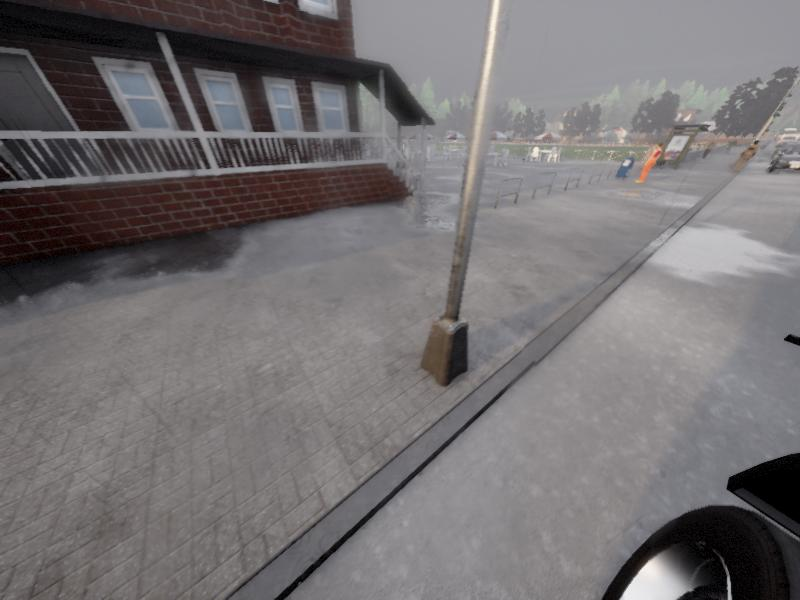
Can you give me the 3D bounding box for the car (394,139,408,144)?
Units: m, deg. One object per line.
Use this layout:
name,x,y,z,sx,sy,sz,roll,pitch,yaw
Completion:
car,0.307,-60.201,87.482,4.974,1.542,2.038,-24,41,-29

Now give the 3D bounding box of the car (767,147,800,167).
car,35.511,-13.012,20.929,4.718,1.301,1.895,-24,41,-29

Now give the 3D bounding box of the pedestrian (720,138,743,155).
pedestrian,42.407,-19.641,29.535,0.751,1.860,0.751,-15,38,-20

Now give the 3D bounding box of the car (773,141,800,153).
car,59.465,-23.512,35.443,4.892,1.490,1.837,-23,41,-29

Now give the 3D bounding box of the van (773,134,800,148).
van,83.181,-34.218,49.607,6.366,2.431,2.351,-24,41,-29

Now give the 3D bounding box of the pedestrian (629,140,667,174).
pedestrian,16.268,-9.386,15.217,0.751,1.860,0.751,10,37,14

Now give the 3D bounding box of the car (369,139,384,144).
car,-8.330,-56.440,82.223,4.974,1.542,2.038,-24,41,-29

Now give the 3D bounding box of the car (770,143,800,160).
car,44.264,-16.902,26.197,4.892,1.490,1.837,-24,41,-29

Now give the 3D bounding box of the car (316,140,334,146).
car,-23.695,-49.703,72.901,4.792,1.488,2.163,-24,41,-29

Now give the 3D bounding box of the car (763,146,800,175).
car,28.752,-10.126,16.710,4.902,1.511,2.128,-24,41,-29

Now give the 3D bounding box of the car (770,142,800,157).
car,51.065,-19.827,30.373,5.357,1.411,2.033,-24,41,-29

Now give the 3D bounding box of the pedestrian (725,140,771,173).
pedestrian,23.606,-9.779,15.724,0.751,1.860,0.751,-12,37,-16

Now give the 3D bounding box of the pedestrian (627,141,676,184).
pedestrian,13.094,-7.175,12.108,0.751,1.860,0.751,-5,36,-7

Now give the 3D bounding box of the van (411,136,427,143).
van,7.410,-63.639,91.562,6.366,2.431,2.351,-24,41,-29

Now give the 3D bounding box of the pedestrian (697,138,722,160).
pedestrian,32.140,-15.674,23.995,0.751,1.860,0.751,-23,41,-29
